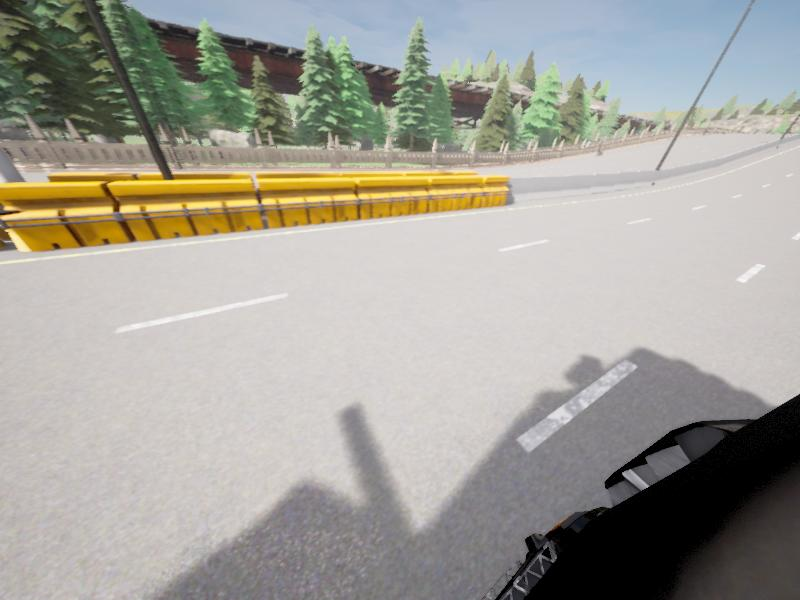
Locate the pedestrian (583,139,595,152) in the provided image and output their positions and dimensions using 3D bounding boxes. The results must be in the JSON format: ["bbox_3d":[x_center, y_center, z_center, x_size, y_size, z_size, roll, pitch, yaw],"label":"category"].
[{"bbox_3d":[33.336,-27.279,40.824,0.751,1.860,0.751,-15,37,-25],"label":"pedestrian"}]
